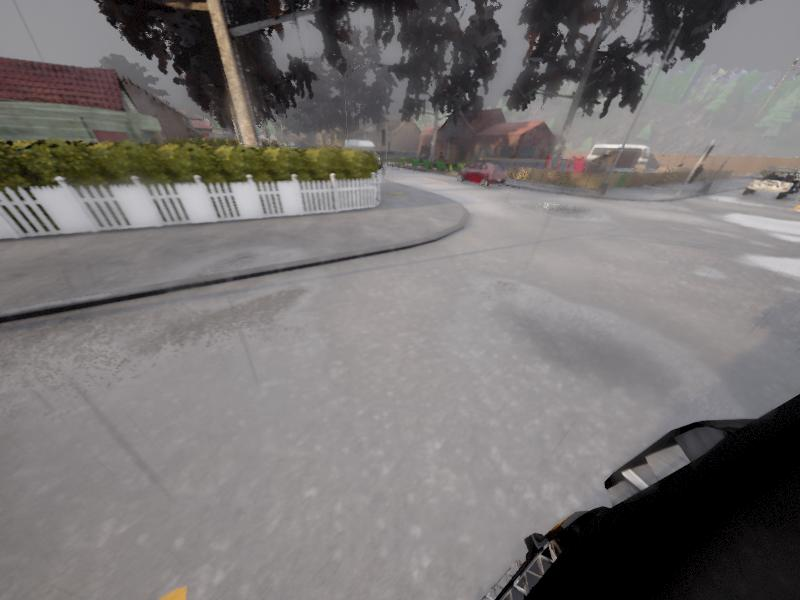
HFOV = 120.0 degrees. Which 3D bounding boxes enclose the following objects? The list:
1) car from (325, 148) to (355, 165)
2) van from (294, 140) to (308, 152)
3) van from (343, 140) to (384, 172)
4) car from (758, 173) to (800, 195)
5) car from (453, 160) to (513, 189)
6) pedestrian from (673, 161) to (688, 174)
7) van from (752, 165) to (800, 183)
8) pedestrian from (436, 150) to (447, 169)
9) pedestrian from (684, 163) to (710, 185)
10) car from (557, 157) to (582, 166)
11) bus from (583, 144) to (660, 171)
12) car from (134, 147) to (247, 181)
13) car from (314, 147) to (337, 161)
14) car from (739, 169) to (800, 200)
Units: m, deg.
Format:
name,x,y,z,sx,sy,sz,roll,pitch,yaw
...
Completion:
name,x,y,z,sx,sy,sz,roll,pitch,yaw
car,-7.722,-18.488,29.721,2.152,1.651,5.027,-16,38,-26
van,-27.560,-42.948,64.217,1.988,2.561,5.915,-16,38,-26
van,-3.872,-15.066,24.033,1.988,2.561,5.915,-16,38,-26
car,36.059,-10.891,21.553,4.892,1.490,1.837,-16,38,-26
car,5.918,-9.267,16.916,1.845,1.501,3.633,-15,38,-25
pedestrian,47.019,-22.180,38.756,0.751,1.860,0.751,-16,38,-26
van,59.750,-19.785,36.184,1.775,1.987,4.442,-16,38,-26
pedestrian,4.832,-16.504,27.191,0.751,1.860,0.751,-16,38,-26
pedestrian,29.657,-12.588,23.084,0.751,1.860,0.751,-16,38,-26
car,41.079,-33.643,56.140,1.816,1.474,4.193,-16,38,-26
bus,45.996,-30.113,48.676,3.944,4.253,10.273,-16,38,-26
car,-11.180,-7.572,12.809,4.181,1.381,1.994,-16,38,-26
car,-11.323,-22.028,34.825,1.801,1.575,5.366,-16,38,-26
car,29.248,-9.090,18.009,4.605,1.855,1.932,-16,38,-26
